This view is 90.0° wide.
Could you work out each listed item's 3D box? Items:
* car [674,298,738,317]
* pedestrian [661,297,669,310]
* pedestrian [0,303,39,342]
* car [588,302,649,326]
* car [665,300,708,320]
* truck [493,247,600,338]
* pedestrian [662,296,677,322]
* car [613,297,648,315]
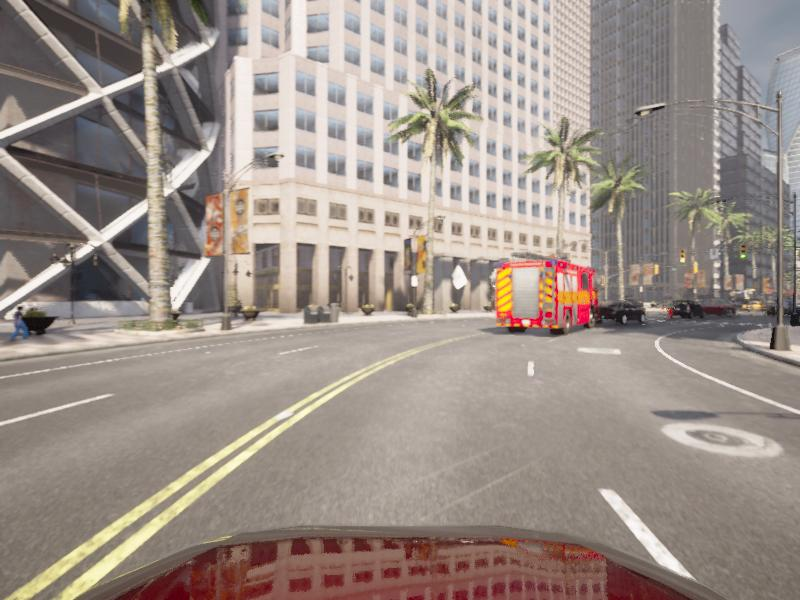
[{"bbox_3d":[30.133,0.723,39.569,4.553,1.767,2.097,0,0,16],"label":"car"},{"bbox_3d":[39.136,0.522,59.022,0.751,1.860,0.751,0,0,-30],"label":"pedestrian"},{"bbox_3d":[-13.272,0.750,13.940,0.751,1.300,0.751,0,0,12],"label":"pedestrian"},{"bbox_3d":[15.010,0.858,27.349,4.892,1.490,1.837,0,0,-38],"label":"car"},{"bbox_3d":[24.923,0.811,34.751,3.988,1.617,1.851,0,0,-36],"label":"car"},{"bbox_3d":[8.069,-0.313,21.091,2.891,3.827,8.468,0,0,37],"label":"truck"},{"bbox_3d":[20.215,0.656,29.997,0.751,1.860,0.751,0,0,-36],"label":"pedestrian"},{"bbox_3d":[25.036,0.670,43.466,3.866,1.878,1.905,0,0,-36],"label":"car"}]
